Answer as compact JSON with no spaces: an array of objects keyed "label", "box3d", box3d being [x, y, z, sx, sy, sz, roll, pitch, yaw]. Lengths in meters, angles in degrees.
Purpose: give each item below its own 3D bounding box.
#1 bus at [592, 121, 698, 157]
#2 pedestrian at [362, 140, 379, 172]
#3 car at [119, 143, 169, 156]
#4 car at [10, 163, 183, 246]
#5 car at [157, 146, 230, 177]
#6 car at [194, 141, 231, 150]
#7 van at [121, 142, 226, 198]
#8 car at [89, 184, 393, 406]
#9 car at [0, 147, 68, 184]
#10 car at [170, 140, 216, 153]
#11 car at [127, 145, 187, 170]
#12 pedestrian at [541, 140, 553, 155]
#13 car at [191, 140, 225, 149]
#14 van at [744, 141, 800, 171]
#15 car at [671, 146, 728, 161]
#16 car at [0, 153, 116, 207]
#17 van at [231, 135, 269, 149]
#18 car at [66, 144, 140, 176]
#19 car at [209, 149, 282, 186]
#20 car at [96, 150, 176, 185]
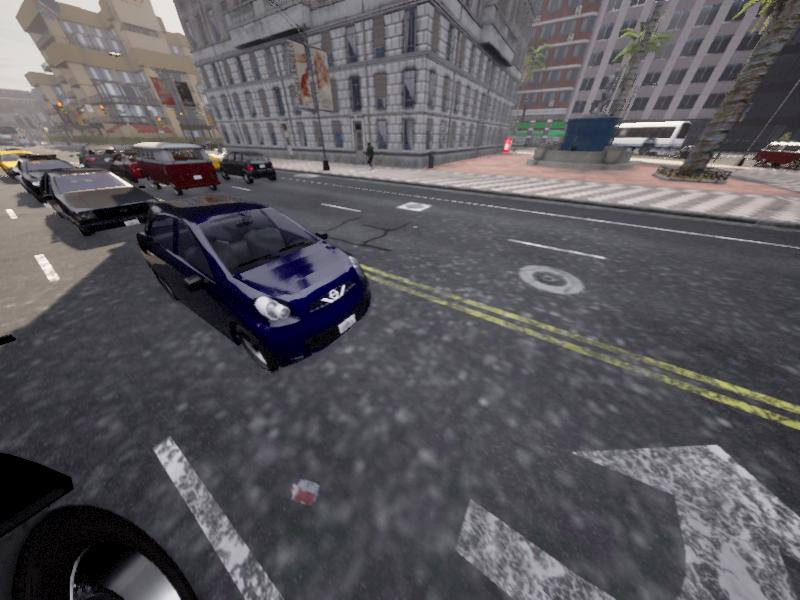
[{"label":"bus","box3d":[38.565,-25.991,37.350,3.944,4.253,10.273,-14,38,-20]},{"label":"pedestrian","box3d":[-2.127,-10.469,16.800,0.751,1.860,0.751,23,41,29]},{"label":"car","box3d":[-35.803,-21.221,32.494,1.994,1.385,4.181,20,40,26]},{"label":"car","box3d":[-9.556,-3.271,7.253,5.357,1.411,2.033,21,40,26]},{"label":"car","box3d":[-15.159,-10.253,16.937,5.366,1.575,1.801,20,40,26]},{"label":"car","box3d":[-38.088,-31.499,47.014,2.033,1.411,5.357,20,40,26]},{"label":"van","box3d":[-10.947,-6.445,11.225,4.442,1.987,1.775,21,40,26]},{"label":"car","box3d":[-2.140,-0.558,3.352,3.633,1.501,1.845,21,40,26]},{"label":"car","box3d":[-23.116,-8.409,14.260,5.366,1.575,1.801,20,40,26]},{"label":"car","box3d":[-34.794,-25.993,39.026,1.930,1.638,5.238,20,40,26]},{"label":"car","box3d":[-20.969,-12.366,19.931,4.514,1.525,2.007,20,40,26]},{"label":"pedestrian","box3d":[22.125,-22.998,34.745,0.751,1.860,0.751,-16,38,-21]},{"label":"car","box3d":[-40.644,-32.988,49.028,2.163,1.488,4.792,20,40,26]},{"label":"van","box3d":[35.795,-13.122,21.007,2.069,2.038,4.480,4,36,4]},{"label":"car","box3d":[38.500,-19.005,29.858,1.970,1.475,3.806,-8,36,-12]},{"label":"car","box3d":[-15.261,-5.472,10.205,4.974,1.542,2.038,21,40,26]},{"label":"van","box3d":[-33.756,-35.820,52.275,2.351,2.431,6.366,20,40,26]},{"label":"car","box3d":[-21.570,-10.248,16.800,4.611,1.667,2.242,23,41,29]},{"label":"car","box3d":[-9.240,-8.027,13.854,3.705,1.549,1.789,21,40,26]},{"label":"car","box3d":[-15.980,-8.121,14.001,4.193,1.474,1.816,20,40,26]}]
